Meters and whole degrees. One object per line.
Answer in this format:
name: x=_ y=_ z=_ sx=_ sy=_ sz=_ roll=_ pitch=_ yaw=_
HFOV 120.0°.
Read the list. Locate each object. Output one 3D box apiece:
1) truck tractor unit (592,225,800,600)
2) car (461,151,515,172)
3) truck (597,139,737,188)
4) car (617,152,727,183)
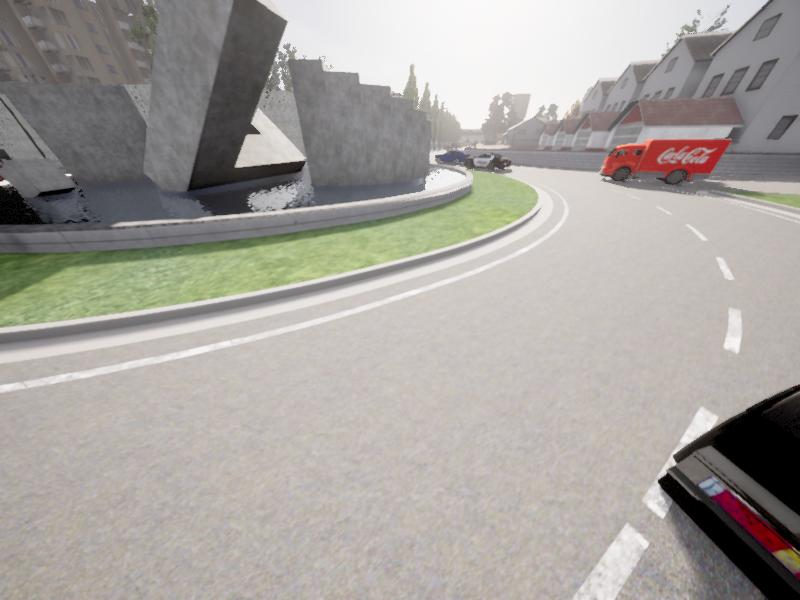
truck tractor unit: x=5.306 y=-0.026 z=0.389 sx=6.516 sy=4.208 sz=3.053 roll=-8 pitch=35 yaw=-11
car: x=8.935 y=-14.460 z=23.976 sx=2.038 sy=1.542 sz=4.974 roll=-19 pitch=38 yaw=-26
truck: x=16.963 y=-9.220 z=15.418 sx=5.204 sy=2.467 sz=2.627 roll=20 pitch=39 yaw=27
car: x=19.965 y=-10.066 z=17.410 sx=4.856 sy=1.649 sz=2.033 roll=19 pitch=39 yaw=25
